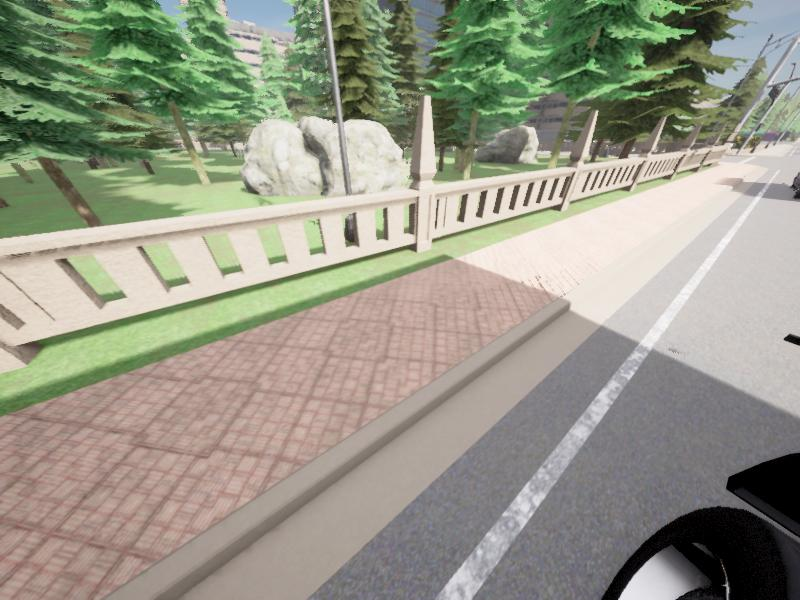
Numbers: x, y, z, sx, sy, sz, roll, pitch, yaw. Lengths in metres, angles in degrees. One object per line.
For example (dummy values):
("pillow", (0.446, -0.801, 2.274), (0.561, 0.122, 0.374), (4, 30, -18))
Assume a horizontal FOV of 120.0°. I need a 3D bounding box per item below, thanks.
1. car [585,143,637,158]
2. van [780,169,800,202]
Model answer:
("car", (27.815, -19.951, 30.677), (2.007, 1.525, 4.514), (-22, 41, -28))
("van", (19.419, -5.745, 9.808), (6.366, 2.431, 2.351), (-22, 41, -28))
